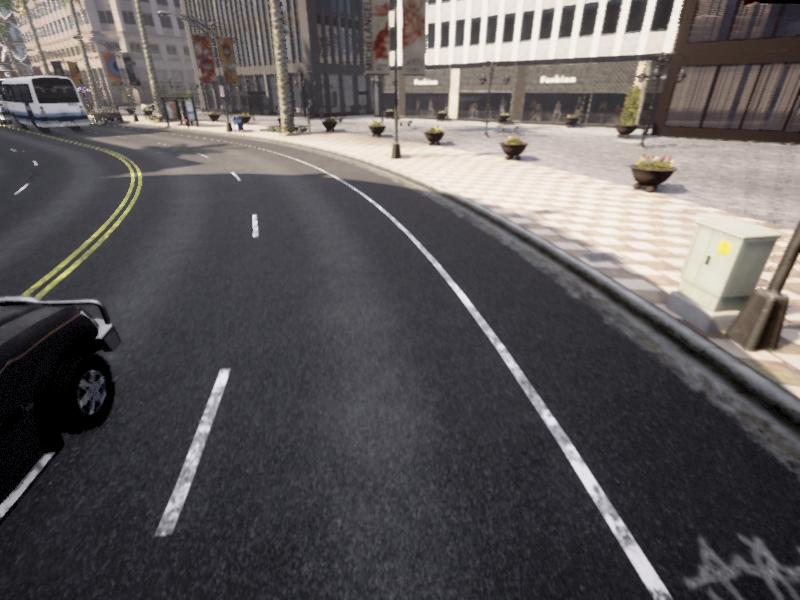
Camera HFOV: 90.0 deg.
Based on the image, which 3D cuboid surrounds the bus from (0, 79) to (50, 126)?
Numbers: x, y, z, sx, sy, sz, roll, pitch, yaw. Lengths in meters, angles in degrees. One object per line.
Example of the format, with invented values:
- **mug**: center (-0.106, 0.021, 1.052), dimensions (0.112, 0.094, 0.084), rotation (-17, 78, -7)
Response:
- **bus**: center (-43.152, -21.772, 43.991), dimensions (10.273, 4.253, 3.944), rotation (21, 34, 35)

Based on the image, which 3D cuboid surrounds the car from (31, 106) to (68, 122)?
- **car**: center (-42.055, -22.326, 48.009), dimensions (4.974, 1.542, 2.038), rotation (22, 34, 35)

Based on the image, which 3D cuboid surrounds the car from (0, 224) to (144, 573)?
- **car**: center (-3.780, 1.164, 2.275), dimensions (1.932, 1.855, 4.605), rotation (-3, 27, -6)

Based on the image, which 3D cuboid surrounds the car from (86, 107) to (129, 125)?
- **car**: center (-32.512, -20.477, 44.403), dimensions (4.892, 1.521, 2.231), rotation (21, 34, 35)

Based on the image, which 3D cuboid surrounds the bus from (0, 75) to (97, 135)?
- **bus**: center (-31.794, -17.380, 35.497), dimensions (10.273, 4.253, 3.944), rotation (20, 34, 34)
